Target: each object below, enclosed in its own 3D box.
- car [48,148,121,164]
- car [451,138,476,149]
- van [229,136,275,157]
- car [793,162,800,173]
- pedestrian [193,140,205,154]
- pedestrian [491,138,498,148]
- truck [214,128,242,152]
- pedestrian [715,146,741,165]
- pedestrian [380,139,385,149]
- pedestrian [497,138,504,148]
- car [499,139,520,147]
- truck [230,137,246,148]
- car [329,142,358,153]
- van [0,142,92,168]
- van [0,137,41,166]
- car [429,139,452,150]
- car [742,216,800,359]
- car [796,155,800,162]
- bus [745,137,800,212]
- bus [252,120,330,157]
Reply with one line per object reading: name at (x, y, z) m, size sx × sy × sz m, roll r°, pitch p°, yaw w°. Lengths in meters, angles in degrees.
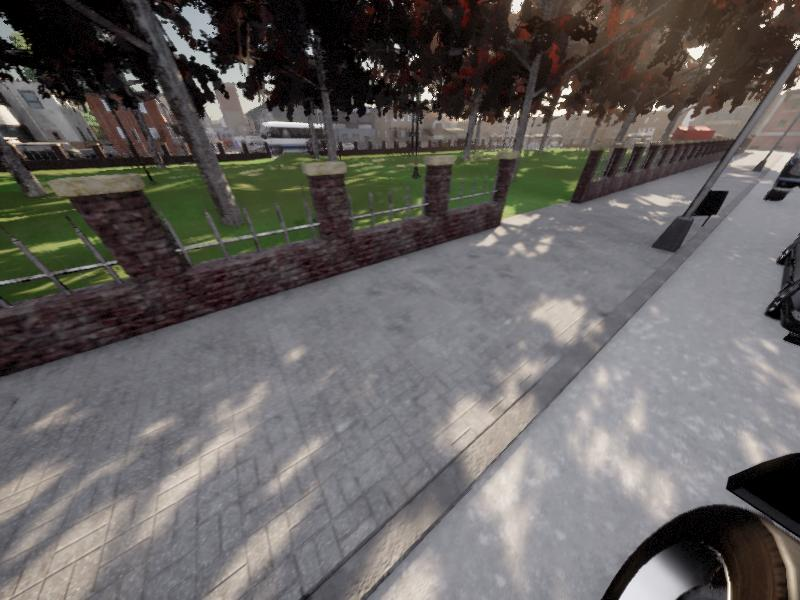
car at (-36.627, -16.909, 27.050) m, size 4.718 × 1.301 × 1.895 m, roll -20°, pitch 40°, yaw -26°
car at (14.309, -35.364, 52.087) m, size 5.566 × 2.045 × 2.150 m, roll -24°, pitch 42°, yaw -30°
van at (-22.621, -23.549, 35.350) m, size 6.366 × 2.431 × 2.351 m, roll 18°, pitch 40°, yaw 25°
car at (30.779, -10.286, 16.559) m, size 3.866 × 1.878 × 1.905 m, roll -22°, pitch 41°, yaw -28°
pedestrian at (-32.903, -25.072, 37.852) m, size 0.751 × 1.860 × 0.751 m, roll -11°, pitch 37°, yaw -15°
pedestrian at (20.737, -34.454, 50.666) m, size 0.751 × 1.860 × 0.751 m, roll -24°, pitch 42°, yaw -30°
truck at (-35.171, -32.656, 47.147) m, size 2.891 × 3.827 × 8.468 m, roll -22°, pitch 41°, yaw -28°
pedestrian at (28.677, -12.654, 20.222) m, size 0.751 × 1.300 × 0.751 m, roll -22°, pitch 41°, yaw -28°
pedestrian at (-3.844, -33.834, 50.020) m, size 0.751 × 1.860 × 0.751 m, roll -24°, pitch 41°, yaw -29°
pedestrian at (22.406, -35.098, 51.563) m, size 0.751 × 1.860 × 0.751 m, roll -22°, pitch 41°, yaw -28°
car at (30.593, -43.809, 64.510) m, size 2.097 × 1.767 × 4.553 m, roll -22°, pitch 41°, yaw -28°
truck at (-46.781, -45.596, 66.752) m, size 2.627 × 2.467 × 5.204 m, roll -22°, pitch 41°, yaw -28°
car at (-10.369, -27.975, 42.363) m, size 4.674 × 1.442 × 1.812 m, roll -22°, pitch 41°, yaw -28°
van at (-35.656, -14.866, 23.550) m, size 4.442 × 1.987 × 1.775 m, roll -24°, pitch 41°, yaw -29°
van at (-43.002, -15.016, 23.445) m, size 6.366 × 2.431 × 2.351 m, roll -22°, pitch 41°, yaw -28°
car at (8.712, -33.132, 49.122) m, size 4.605 × 1.855 × 1.932 m, roll -22°, pitch 41°, yaw -28°
car at (7.442, -0.488, 3.320) m, size 5.357 × 1.411 × 2.033 m, roll -22°, pitch 41°, yaw -28°
car at (42.216, -14.872, 23.171) m, size 5.238 × 1.638 × 1.930 m, roll -22°, pitch 41°, yaw -28°
bus at (18.829, -6.249, 8.904) m, size 10.273 × 4.253 × 3.944 m, roll -22°, pitch 41°, yaw -28°
bus at (-17.346, -26.465, 37.941) m, size 10.273 × 4.253 × 3.944 m, roll -28°, pitch 49°, yaw -35°
